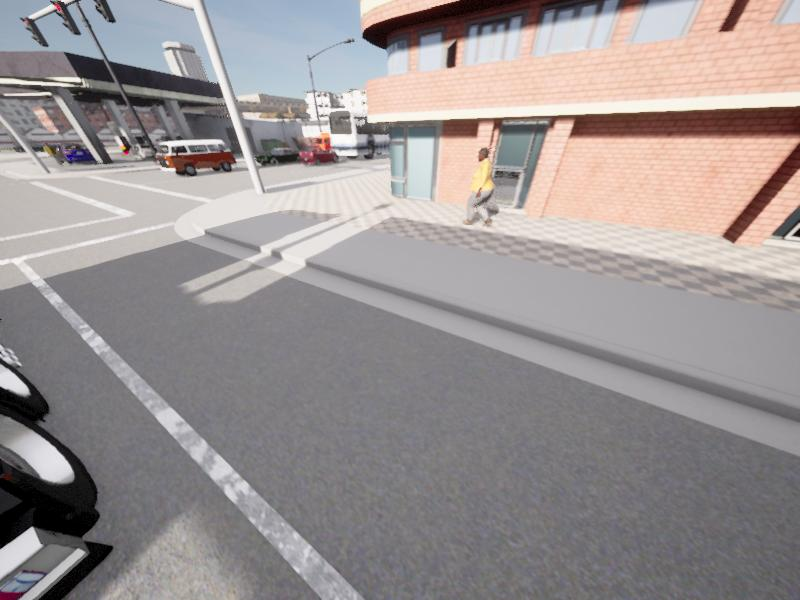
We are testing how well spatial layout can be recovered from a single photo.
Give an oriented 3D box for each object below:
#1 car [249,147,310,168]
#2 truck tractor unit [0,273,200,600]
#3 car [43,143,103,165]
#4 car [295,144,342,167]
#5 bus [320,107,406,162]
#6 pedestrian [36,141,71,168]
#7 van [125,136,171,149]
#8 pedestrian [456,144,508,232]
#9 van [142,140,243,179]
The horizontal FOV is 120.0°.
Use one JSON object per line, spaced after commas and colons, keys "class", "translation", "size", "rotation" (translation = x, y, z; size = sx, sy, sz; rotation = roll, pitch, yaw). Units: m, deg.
{"class": "car", "translation": [-11.098, -13.438, 21.637], "size": [1.895, 1.301, 4.718], "rotation": [17, 39, 23]}
{"class": "truck tractor unit", "translation": [-5.131, -0.282, 0.736], "size": [6.516, 4.208, 3.053], "rotation": [18, 40, 23]}
{"class": "car", "translation": [-32.973, -14.823, 23.342], "size": [4.611, 1.667, 2.242], "rotation": [18, 40, 24]}
{"class": "car", "translation": [-7.325, -13.334, 21.240], "size": [1.845, 1.501, 3.633], "rotation": [17, 39, 23]}
{"class": "bus", "translation": [-3.508, -18.766, 26.416], "size": [3.944, 4.253, 10.273], "rotation": [17, 39, 23]}
{"class": "pedestrian", "translation": [-28.954, -12.156, 19.314], "size": [0.751, 1.860, 0.751], "rotation": [22, 42, 29]}
{"class": "van", "translation": [-57.179, -35.971, 52.649], "size": [2.351, 2.431, 6.366], "rotation": [20, 40, 26]}
{"class": "pedestrian", "translation": [2.023, -2.806, 5.838], "size": [0.751, 1.860, 0.751], "rotation": [18, 40, 24]}
{"class": "van", "translation": [-14.442, -10.179, 16.510], "size": [2.069, 2.038, 4.480], "rotation": [17, 39, 23]}
